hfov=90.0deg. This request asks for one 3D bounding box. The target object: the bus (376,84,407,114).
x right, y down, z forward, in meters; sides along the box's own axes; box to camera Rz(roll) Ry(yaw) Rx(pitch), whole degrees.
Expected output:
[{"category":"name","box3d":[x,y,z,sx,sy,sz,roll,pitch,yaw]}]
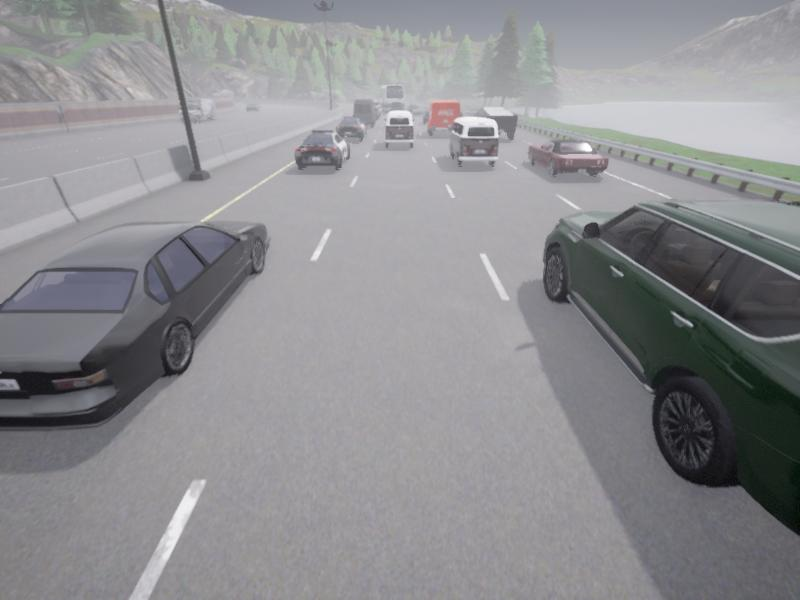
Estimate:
[{"category":"bus","box3d":[-1.629,-34.300,68.293,3.944,4.253,10.273,-4,28,-7]}]

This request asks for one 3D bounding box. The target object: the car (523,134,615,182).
[{"category":"car","box3d":[6.981,-6.207,17.151,1.895,1.301,4.718,0,27,0]}]

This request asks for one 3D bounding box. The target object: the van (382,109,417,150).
[{"category":"van","box3d":[-0.027,-10.997,25.632,2.069,2.038,4.480,0,27,0]}]

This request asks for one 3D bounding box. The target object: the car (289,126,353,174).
[{"category":"car","box3d":[-3.520,-7.224,18.907,2.038,1.542,4.974,0,27,0]}]

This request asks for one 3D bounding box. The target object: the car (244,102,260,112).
[{"category":"car","box3d":[-27.347,-35.681,74.029,1.882,1.535,5.008,-6,28,-10]}]

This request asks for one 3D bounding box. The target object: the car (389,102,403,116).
[{"category":"car","box3d":[-0.582,-28.775,60.183,1.905,1.878,3.866,-2,27,-3]}]

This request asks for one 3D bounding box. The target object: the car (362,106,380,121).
[{"category":"car","box3d":[-3.590,-23.584,50.552,2.007,1.525,4.514,0,27,0]}]

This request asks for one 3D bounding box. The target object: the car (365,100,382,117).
[{"category":"car","box3d":[-4.009,-28.934,60.343,2.150,2.045,5.566,-3,27,-5]}]

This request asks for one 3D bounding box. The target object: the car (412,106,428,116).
[{"category":"car","box3d":[2.925,-28.601,60.480,1.895,1.301,4.718,-2,27,-3]}]

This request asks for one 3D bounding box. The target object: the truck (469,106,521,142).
[{"category":"truck","box3d":[6.970,-13.385,30.162,2.390,2.098,6.274,0,28,0]}]

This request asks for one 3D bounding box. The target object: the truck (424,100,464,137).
[{"category":"truck","box3d":[3.467,-14.826,32.560,2.627,2.467,5.204,0,27,0]}]

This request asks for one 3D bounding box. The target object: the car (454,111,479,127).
[{"category":"car","box3d":[6.962,-19.183,42.249,1.895,1.301,4.718,0,27,0]}]

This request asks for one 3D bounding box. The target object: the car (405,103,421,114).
[{"category":"car","box3d":[2.186,-32.435,67.726,2.007,1.525,4.514,-4,28,-7]}]

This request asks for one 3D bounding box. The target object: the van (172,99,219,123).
[{"category":"van","box3d":[-24.566,-22.960,48.445,2.351,2.431,6.366,0,27,0]}]

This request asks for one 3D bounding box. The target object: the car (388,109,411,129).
[{"category":"car","box3d":[-0.037,-18.372,40.476,2.128,1.511,4.902,0,27,0]}]

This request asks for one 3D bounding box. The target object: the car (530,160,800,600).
[{"category":"car","box3d":[3.494,-0.097,4.529,2.150,2.045,5.566,0,27,0]}]

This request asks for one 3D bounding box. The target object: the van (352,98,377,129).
[{"category":"van","box3d":[-3.533,-19.079,40.737,1.988,2.561,5.915,0,27,0]}]

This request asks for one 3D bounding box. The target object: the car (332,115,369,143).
[{"category":"car","box3d":[-3.528,-12.642,29.374,2.038,1.542,4.974,0,27,0]}]

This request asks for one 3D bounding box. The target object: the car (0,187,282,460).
[{"category":"car","box3d":[-3.509,-0.363,5.781,2.033,1.411,5.357,0,27,0]}]

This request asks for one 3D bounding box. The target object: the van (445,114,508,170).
[{"category":"van","box3d":[3.480,-7.670,19.186,2.069,2.038,4.480,0,27,0]}]

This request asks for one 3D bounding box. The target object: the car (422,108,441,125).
[{"category":"car","box3d":[3.459,-20.536,44.685,1.816,1.474,4.193,0,27,0]}]
